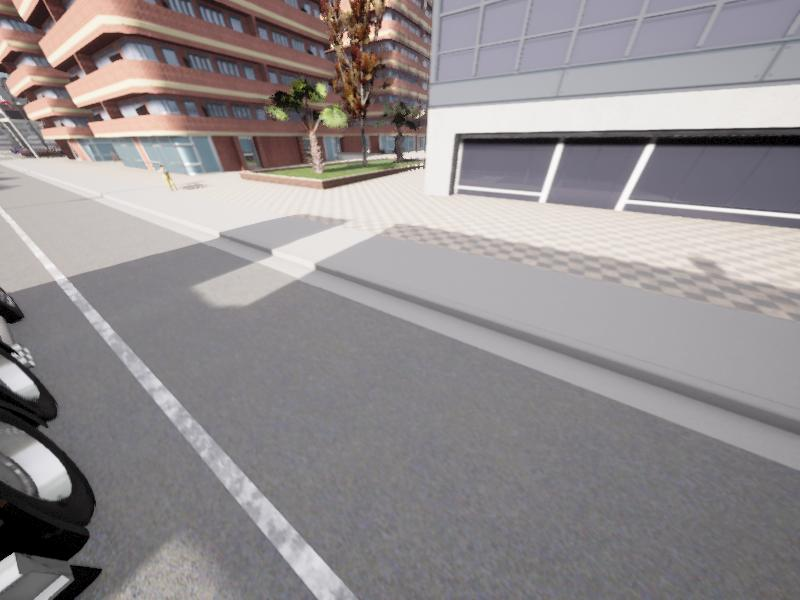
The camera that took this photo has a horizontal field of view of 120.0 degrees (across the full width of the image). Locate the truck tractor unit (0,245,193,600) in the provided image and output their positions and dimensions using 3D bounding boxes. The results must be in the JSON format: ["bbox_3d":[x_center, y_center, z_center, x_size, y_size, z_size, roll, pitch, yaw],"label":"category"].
[{"bbox_3d":[-5.079,-0.331,0.828,6.516,4.208,3.053,20,39,26],"label":"truck tractor unit"}]

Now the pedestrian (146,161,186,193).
[{"bbox_3d":[-11.506,-6.074,11.416,0.751,1.300,0.751,19,39,26],"label":"pedestrian"}]
